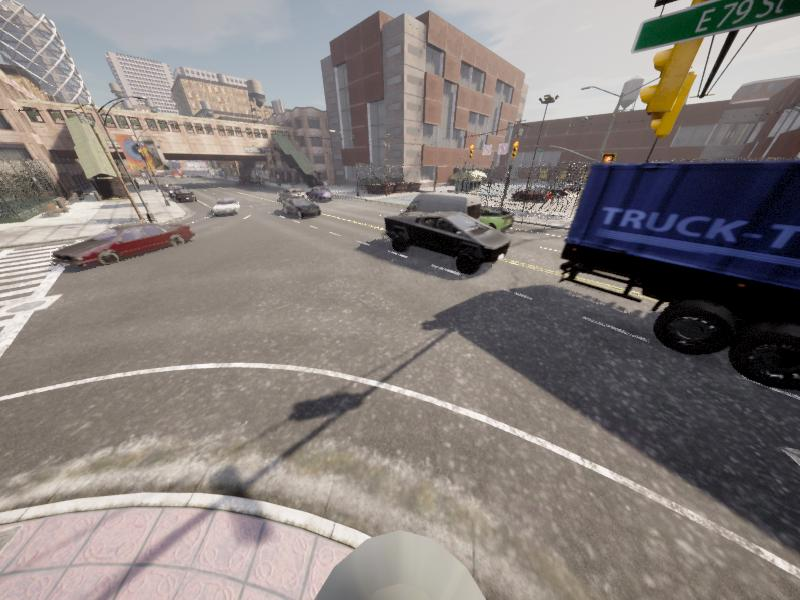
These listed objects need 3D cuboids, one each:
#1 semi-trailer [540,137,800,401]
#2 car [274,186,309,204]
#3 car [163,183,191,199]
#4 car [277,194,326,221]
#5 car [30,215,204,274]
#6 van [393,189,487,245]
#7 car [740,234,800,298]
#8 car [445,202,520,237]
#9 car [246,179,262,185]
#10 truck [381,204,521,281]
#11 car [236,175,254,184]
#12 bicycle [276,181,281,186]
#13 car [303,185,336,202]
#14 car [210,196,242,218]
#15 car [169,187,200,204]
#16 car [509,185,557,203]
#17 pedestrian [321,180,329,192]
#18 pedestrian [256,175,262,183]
[{"bbox_3d":[10.190,0.518,2.672,2.717,4.402,14.254,-20,35,-31],"label":"semi-trailer"},{"bbox_3d":[-14.132,-13.713,30.086,2.242,1.667,4.611,-26,39,-37],"label":"car"},{"bbox_3d":[-33.366,-16.355,34.546,2.185,1.767,4.553,-27,39,-38],"label":"car"},{"bbox_3d":[-9.225,-8.725,21.477,1.930,1.638,5.238,-26,39,-37],"label":"car"},{"bbox_3d":[-13.915,-3.163,12.090,2.033,1.411,5.357,7,31,12],"label":"car"},{"bbox_3d":[2.310,-5.744,15.417,1.988,2.561,5.915,-26,39,-37],"label":"van"},{"bbox_3d":[15.696,-0.615,7.449,2.152,1.651,5.027,-20,35,-31],"label":"car"},{"bbox_3d":[5.834,-5.984,16.844,2.007,1.525,4.514,-26,39,-37],"label":"car"},{"bbox_3d":[-36.902,-29.865,58.427,1.895,1.301,4.718,-27,39,-38],"label":"car"},{"bbox_3d":[2.056,-3.213,11.471,2.390,2.098,6.274,-26,39,-37],"label":"truck"},{"bbox_3d":[-42.132,-32.797,62.773,2.435,2.045,5.566,-27,39,-38],"label":"car"},{"bbox_3d":[-27.647,-26.484,52.524,1.643,1.024,0.373,27,29,38],"label":"bicycle"},{"bbox_3d":[-11.147,-14.679,31.802,2.033,1.649,4.856,-26,39,-37],"label":"car"},{"bbox_3d":[-16.757,-9.100,22.472,1.895,1.301,4.718,-15,33,-25],"label":"car"},{"bbox_3d":[-28.751,-14.010,30.735,2.097,1.535,5.008,-27,39,-38],"label":"car"},{"bbox_3d":[17.025,-13.733,29.804,2.185,1.767,4.553,-27,39,-38],"label":"car"},{"bbox_3d":[-13.209,-20.223,40.820,0.751,1.860,0.751,-25,39,-37],"label":"pedestrian"},{"bbox_3d":[-38.559,-33.037,63.013,0.751,1.860,0.751,-26,39,-38],"label":"pedestrian"}]
